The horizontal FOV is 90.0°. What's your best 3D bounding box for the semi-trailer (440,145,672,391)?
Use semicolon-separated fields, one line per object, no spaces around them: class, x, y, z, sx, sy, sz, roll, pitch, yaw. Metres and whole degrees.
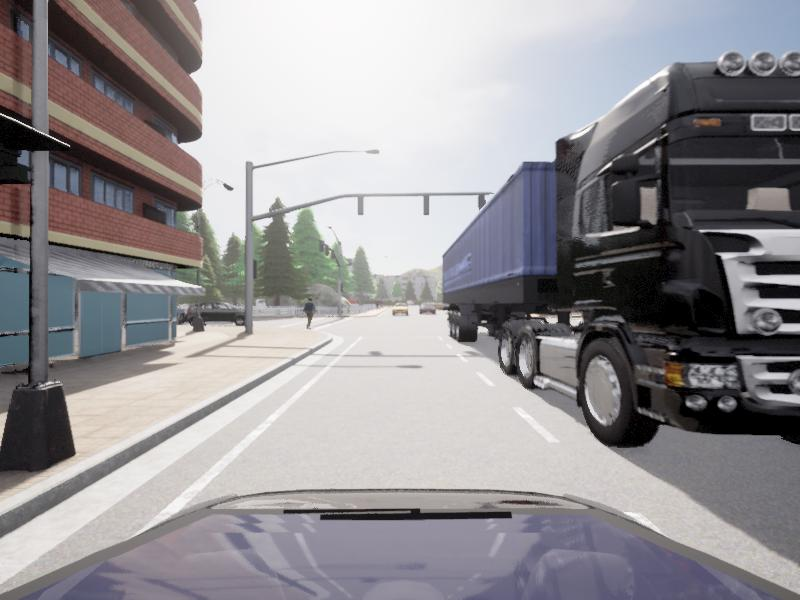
semi-trailer;3.503;-0.548;14.288;2.717;4.402;14.254;0;0;0

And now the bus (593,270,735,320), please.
bus;23.631;-0.417;36.350;10.273;4.253;3.944;0;0;0

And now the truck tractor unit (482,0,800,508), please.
truck tractor unit;3.505;-0.474;6.369;3.053;4.208;6.516;0;0;0

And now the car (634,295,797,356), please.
car;10.509;0.763;13.920;2.097;1.767;4.553;0;0;0

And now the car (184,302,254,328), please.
car;-11.142;0.879;24.849;3.705;1.549;1.789;0;0;-12

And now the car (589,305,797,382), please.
car;7.005;0.897;10.429;1.837;1.490;4.892;0;0;0

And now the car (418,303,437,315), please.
car;3.527;1.096;51.897;2.163;1.488;4.792;0;0;0

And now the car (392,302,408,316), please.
car;0.071;1.025;47.279;1.801;1.575;5.366;0;0;2

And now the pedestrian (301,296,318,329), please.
pedestrian;-5.185;0.693;22.932;0.751;1.860;0.751;0;0;7
